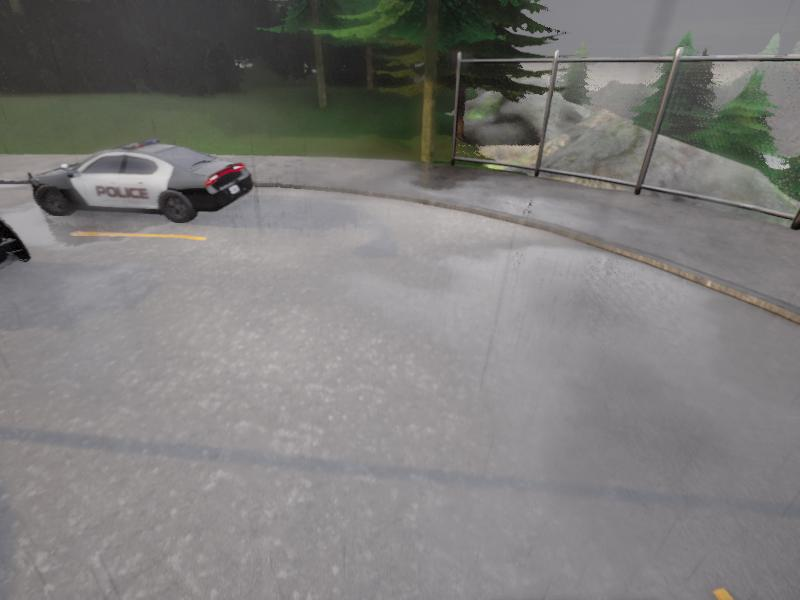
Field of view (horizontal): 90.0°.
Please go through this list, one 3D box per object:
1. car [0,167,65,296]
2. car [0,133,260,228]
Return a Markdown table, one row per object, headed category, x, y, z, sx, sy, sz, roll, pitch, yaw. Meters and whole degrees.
| category | x | y | z | sx | sy | sz | roll | pitch | yaw |
| --- | --- | --- | --- | --- | --- | --- | --- | --- | --- |
| car | -8.698 | -1.011 | 6.102 | 5.238 | 1.638 | 1.930 | 2 | 30 | 3 |
| car | -6.267 | -2.926 | 9.496 | 4.974 | 1.542 | 2.038 | 4 | 31 | 7 |
